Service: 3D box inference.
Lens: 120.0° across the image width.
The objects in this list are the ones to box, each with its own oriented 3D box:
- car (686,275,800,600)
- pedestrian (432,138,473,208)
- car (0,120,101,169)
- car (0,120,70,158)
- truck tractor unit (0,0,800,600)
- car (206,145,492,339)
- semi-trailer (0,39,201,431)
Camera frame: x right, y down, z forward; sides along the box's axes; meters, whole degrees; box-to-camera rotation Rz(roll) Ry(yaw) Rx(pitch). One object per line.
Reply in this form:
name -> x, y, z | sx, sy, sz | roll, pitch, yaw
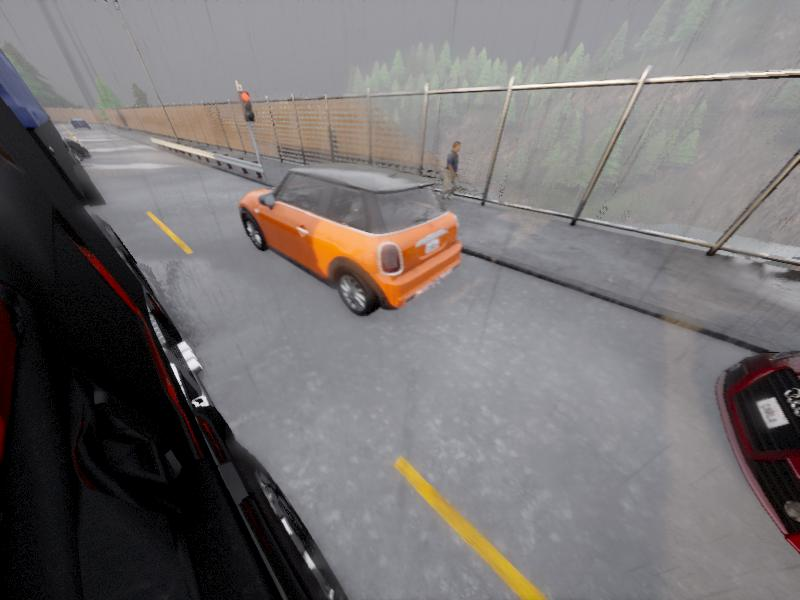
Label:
car -> 4.450, 1.548, 0.713 | 4.181, 1.385, 1.994 | 28, 44, 30
pedestrian -> 1.661, -4.104, 7.509 | 0.751, 1.860, 0.751 | 26, 43, 28
car -> -19.047, -7.716, 11.362 | 2.097, 1.767, 4.553 | 12, 38, 13
car -> -23.222, -10.254, 14.647 | 5.238, 1.638, 1.930 | 28, 44, 30
truck tractor unit -> -2.645, -0.295, 0.351 | 6.516, 4.208, 3.053 | 28, 44, 30
car -> -1.159, -1.603, 4.246 | 4.553, 1.767, 2.097 | 28, 44, 30
semi-trailer -> -8.680, -3.602, 4.268 | 14.254, 4.402, 2.717 | 28, 44, 30
